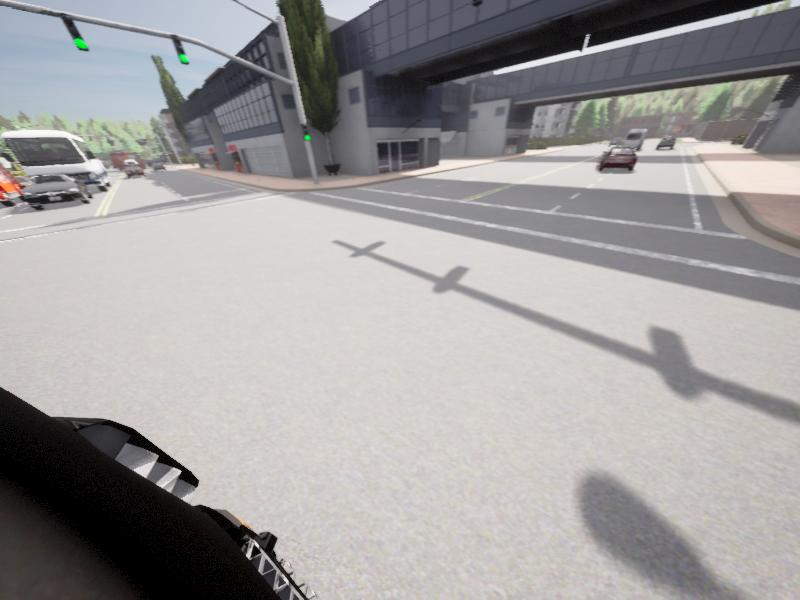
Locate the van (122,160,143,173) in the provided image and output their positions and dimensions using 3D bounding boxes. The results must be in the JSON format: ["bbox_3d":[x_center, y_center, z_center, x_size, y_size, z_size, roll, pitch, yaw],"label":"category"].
[{"bbox_3d":[-53.805,-27.014,46.516,2.069,2.038,4.480,-30,43,-34],"label":"van"}]

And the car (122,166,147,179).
[{"bbox_3d":[-37.960,-18.339,33.023,1.895,1.301,4.718,-30,43,-34],"label":"car"}]

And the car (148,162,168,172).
[{"bbox_3d":[-47.745,-26.326,45.583,2.033,1.411,5.357,-30,43,-34],"label":"car"}]

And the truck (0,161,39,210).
[{"bbox_3d":[-26.400,-7.150,14.413,2.627,2.467,5.204,-31,43,-35],"label":"truck"}]

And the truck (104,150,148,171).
[{"bbox_3d":[-61.810,-31.481,52.179,8.468,3.827,2.891,14,38,24],"label":"truck"}]

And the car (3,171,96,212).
[{"bbox_3d":[-21.189,-6.844,14.307,5.027,1.651,2.152,26,44,36],"label":"car"}]

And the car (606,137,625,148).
[{"bbox_3d":[41.621,-30.412,44.540,1.837,1.490,4.892,25,43,35],"label":"car"}]

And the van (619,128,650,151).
[{"bbox_3d":[34.340,-23.415,33.768,1.988,2.561,5.915,27,44,36],"label":"van"}]

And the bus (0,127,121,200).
[{"bbox_3d":[-28.094,-11.632,19.616,3.944,4.253,10.273,-30,43,-34],"label":"bus"}]

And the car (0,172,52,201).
[{"bbox_3d":[-31.616,-9.543,19.181,1.801,1.575,5.366,-30,43,-34],"label":"car"}]

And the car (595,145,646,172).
[{"bbox_3d":[15.874,-10.406,16.916,1.994,1.385,4.181,18,39,28],"label":"car"}]

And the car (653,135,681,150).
[{"bbox_3d":[37.336,-22.007,32.271,3.988,1.617,1.851,-30,42,-34],"label":"car"}]

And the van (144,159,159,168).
[{"bbox_3d":[-64.534,-35.446,59.948,1.775,1.987,4.442,-30,43,-34],"label":"van"}]
